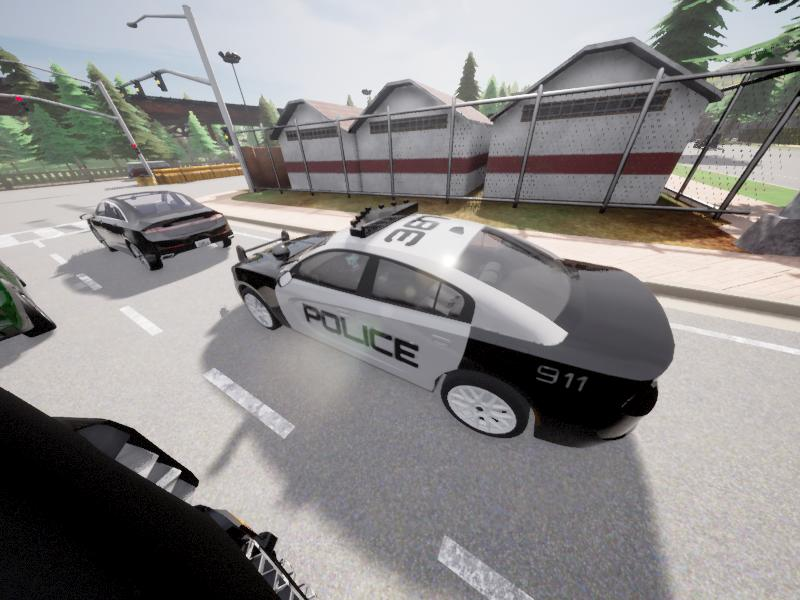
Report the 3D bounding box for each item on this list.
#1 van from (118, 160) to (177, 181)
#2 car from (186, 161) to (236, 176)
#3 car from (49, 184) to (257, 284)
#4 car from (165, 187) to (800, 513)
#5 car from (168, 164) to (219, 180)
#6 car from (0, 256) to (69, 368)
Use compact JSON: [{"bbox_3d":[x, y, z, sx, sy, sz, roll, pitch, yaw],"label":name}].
[{"bbox_3d":[-32.737,-16.896,30.124,1.775,1.987,4.442,15,37,24],"label":"van"},{"bbox_3d":[-26.895,-18.838,33.028,2.128,1.511,4.902,15,37,24],"label":"car"},{"bbox_3d":[-6.622,-2.081,6.226,4.902,1.511,2.128,16,38,26],"label":"car"},{"bbox_3d":[-0.239,-0.326,2.973,5.238,1.638,1.930,16,38,26],"label":"car"},{"bbox_3d":[-25.628,-16.027,28.825,1.994,1.385,4.181,15,37,24],"label":"car"},{"bbox_3d":[-7.428,-0.188,3.182,4.553,1.767,2.097,16,38,26],"label":"car"}]
